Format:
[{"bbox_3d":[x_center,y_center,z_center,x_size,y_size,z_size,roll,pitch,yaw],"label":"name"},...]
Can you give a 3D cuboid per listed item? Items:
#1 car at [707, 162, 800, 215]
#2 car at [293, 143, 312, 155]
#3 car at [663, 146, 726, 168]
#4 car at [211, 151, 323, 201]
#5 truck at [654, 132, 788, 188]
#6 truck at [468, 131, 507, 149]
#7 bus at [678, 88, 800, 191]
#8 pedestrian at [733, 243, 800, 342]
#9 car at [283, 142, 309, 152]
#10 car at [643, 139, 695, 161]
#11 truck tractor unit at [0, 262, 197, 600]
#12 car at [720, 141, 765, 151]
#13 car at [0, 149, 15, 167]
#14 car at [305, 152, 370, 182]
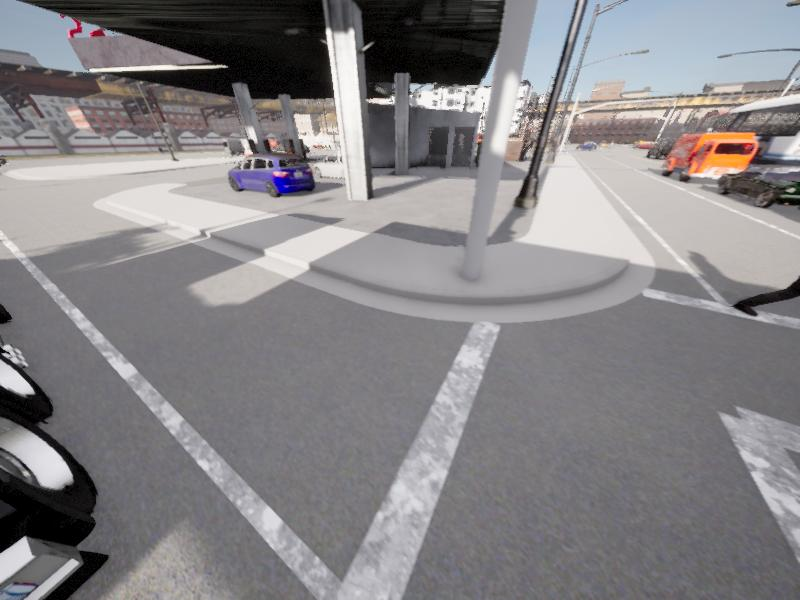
[{"bbox_3d":[15.414,-4.662,9.400,1.895,1.301,4.718,17,39,24],"label":"car"},{"bbox_3d":[-19.215,-29.959,45.754,1.930,1.638,5.238,-4,35,-5],"label":"car"},{"bbox_3d":[28.684,-14.205,22.753,2.038,1.542,4.974,17,38,23],"label":"car"},{"bbox_3d":[-6.436,-6.194,11.287,4.611,1.667,2.242,18,39,25],"label":"car"},{"bbox_3d":[18.961,-8.810,14.290,2.627,2.467,5.204,18,39,24],"label":"truck"},{"bbox_3d":[22.424,-41.159,59.486,8.468,3.827,2.891,14,38,20],"label":"truck"},{"bbox_3d":[23.081,-9.861,14.198,3.944,4.253,10.273,18,39,24],"label":"bus"},{"bbox_3d":[5.553,-0.424,2.883,0.751,1.860,0.751,-22,40,-28],"label":"pedestrian"},{"bbox_3d":[-23.538,-34.698,52.466,4.553,1.767,2.097,-27,43,-32],"label":"car"},{"bbox_3d":[32.575,-18.383,28.258,2.150,2.045,5.566,16,38,22],"label":"car"},{"bbox_3d":[-5.114,-0.297,0.780,6.516,4.208,3.053,18,39,24],"label":"truck tractor unit"},{"bbox_3d":[63.636,-28.663,43.021,4.181,1.385,1.994,18,39,25],"label":"car"},{"bbox_3d":[-46.294,-14.953,24.512,2.152,1.651,5.027,11,36,16],"label":"car"},{"bbox_3d":[-4.221,-9.135,15.766,3.806,1.475,1.970,18,39,25],"label":"car"}]
